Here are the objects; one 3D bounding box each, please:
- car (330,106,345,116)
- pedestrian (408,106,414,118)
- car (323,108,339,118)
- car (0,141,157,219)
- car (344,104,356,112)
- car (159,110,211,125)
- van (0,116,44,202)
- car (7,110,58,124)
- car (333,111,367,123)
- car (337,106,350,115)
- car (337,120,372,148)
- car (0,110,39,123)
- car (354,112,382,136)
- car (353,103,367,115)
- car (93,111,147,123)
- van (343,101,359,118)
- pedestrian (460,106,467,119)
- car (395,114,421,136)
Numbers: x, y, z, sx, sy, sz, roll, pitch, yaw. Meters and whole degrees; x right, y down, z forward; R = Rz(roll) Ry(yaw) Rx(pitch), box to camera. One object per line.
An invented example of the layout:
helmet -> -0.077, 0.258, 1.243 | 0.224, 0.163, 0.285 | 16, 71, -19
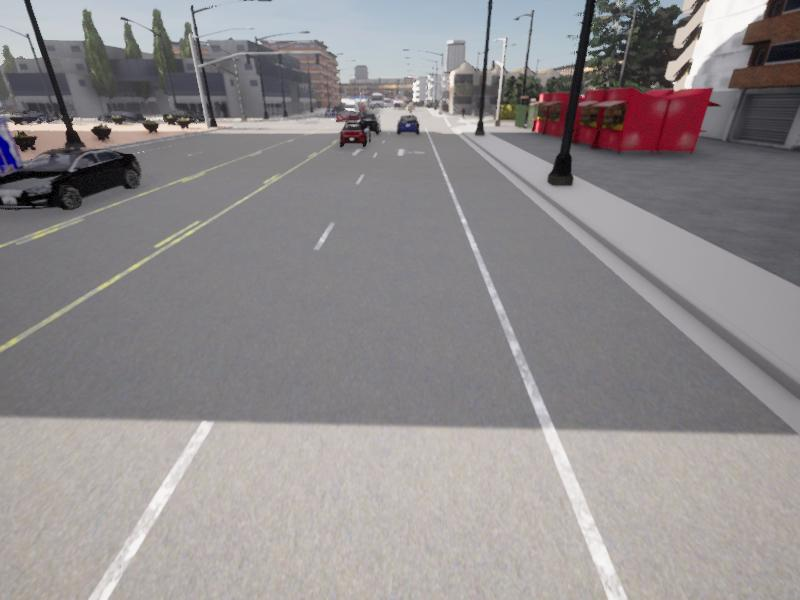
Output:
car -> -11.945, -36.266, 76.775 | 1.930, 1.638, 5.238 | 1, 27, 2
pedestrian -> 1.815, -31.951, 67.925 | 0.751, 1.860, 0.751 | -16, 30, -29
car -> -12.150, -33.064, 70.585 | 1.816, 1.474, 4.193 | 1, 26, 1
car -> -10.458, -4.020, 12.843 | 2.128, 1.511, 4.902 | 1, 27, 1
car -> -11.482, -44.149, 92.062 | 1.837, 1.490, 4.892 | 1, 28, 1
car -> -25.858, -22.060, 48.306 | 5.008, 1.535, 1.882 | 1, 26, 2
van -> -14.013, -3.568, 10.953 | 2.351, 2.431, 6.366 | 1, 27, 1
car -> -44.887, -22.344, 48.907 | 4.193, 1.474, 1.816 | 1, 26, 2
car -> -6.724, -24.726, 53.942 | 1.994, 1.385, 4.181 | 21, 33, 35
car -> -11.754, -39.566, 83.292 | 1.882, 1.535, 5.008 | 1, 27, 2
car -> -3.007, -11.374, 27.265 | 1.816, 1.474, 4.193 | 1, 27, 1
car -> -50.622, -24.128, 52.546 | 4.514, 1.525, 2.007 | 5, 27, 9
car -> -2.729, -15.750, 35.696 | 1.930, 1.638, 5.238 | 1, 27, 1
car -> -8.238, -39.885, 83.354 | 2.150, 2.045, 5.566 | 1, 27, 2
car -> -36.191, -23.717, 51.808 | 5.357, 1.411, 2.033 | 1, 26, 2
van -> -8.620, -33.823, 70.913 | 1.988, 2.561, 5.915 | 1, 27, 1
pedestrian -> 9.855, -29.202, 62.417 | 0.751, 1.860, 0.751 | -2, 26, -4
car -> 0.755, -15.546, 35.467 | 2.163, 1.488, 4.792 | 1, 27, 1
